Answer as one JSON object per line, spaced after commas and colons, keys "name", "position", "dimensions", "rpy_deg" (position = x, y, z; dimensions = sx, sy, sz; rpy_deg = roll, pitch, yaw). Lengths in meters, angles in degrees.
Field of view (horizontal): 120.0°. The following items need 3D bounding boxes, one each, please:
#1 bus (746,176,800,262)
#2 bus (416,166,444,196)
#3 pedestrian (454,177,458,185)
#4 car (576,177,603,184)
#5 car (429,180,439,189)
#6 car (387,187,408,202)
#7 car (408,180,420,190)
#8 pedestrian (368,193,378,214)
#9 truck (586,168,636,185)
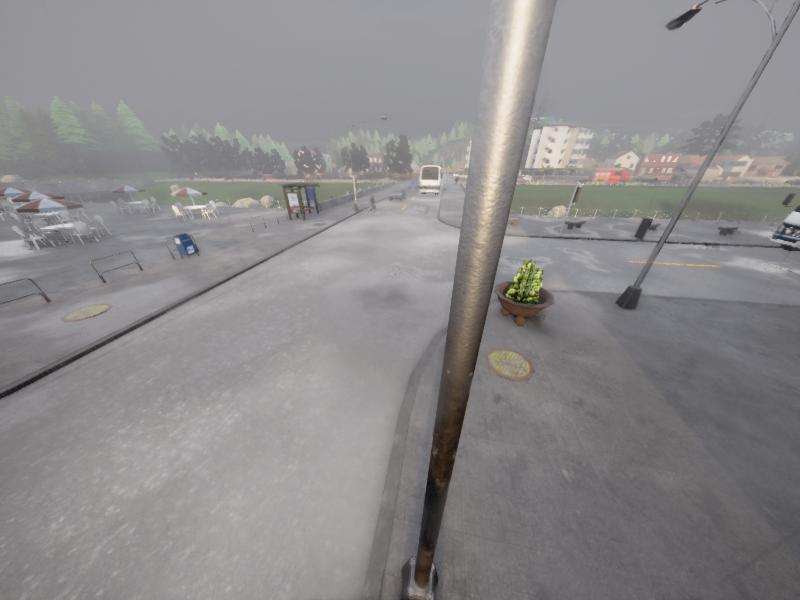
{"name": "bus", "position": [25.112, -3.562, 10.129], "dimensions": [10.273, 4.253, 3.944], "rpy_deg": [5, 30, 8]}
{"name": "bus", "position": [5.568, -21.615, 41.389], "dimensions": [3.944, 4.253, 10.273], "rpy_deg": [5, 30, 9]}
{"name": "pedestrian", "position": [13.935, -29.473, 57.146], "dimensions": [0.751, 1.860, 0.751], "rpy_deg": [6, 31, 11]}
{"name": "car", "position": [52.781, -33.367, 64.364], "dimensions": [5.238, 1.638, 1.930], "rpy_deg": [5, 30, 9]}
{"name": "car", "position": [7.651, -25.981, 51.709], "dimensions": [1.837, 1.490, 4.892], "rpy_deg": [5, 30, 9]}
{"name": "car", "position": [-0.263, -14.979, 32.737], "dimensions": [2.033, 1.411, 5.357], "rpy_deg": [5, 30, 9]}
{"name": "car", "position": [2.998, -24.281, 48.813], "dimensions": [2.007, 1.525, 4.514], "rpy_deg": [5, 30, 9]}
{"name": "pedestrian", "position": [-2.671, -9.525, 22.801], "dimensions": [0.751, 1.860, 0.751], "rpy_deg": [3, 30, 5]}
{"name": "truck", "position": [54.442, -32.136, 60.041], "dimensions": [8.468, 3.827, 2.891], "rpy_deg": [5, 30, 9]}
